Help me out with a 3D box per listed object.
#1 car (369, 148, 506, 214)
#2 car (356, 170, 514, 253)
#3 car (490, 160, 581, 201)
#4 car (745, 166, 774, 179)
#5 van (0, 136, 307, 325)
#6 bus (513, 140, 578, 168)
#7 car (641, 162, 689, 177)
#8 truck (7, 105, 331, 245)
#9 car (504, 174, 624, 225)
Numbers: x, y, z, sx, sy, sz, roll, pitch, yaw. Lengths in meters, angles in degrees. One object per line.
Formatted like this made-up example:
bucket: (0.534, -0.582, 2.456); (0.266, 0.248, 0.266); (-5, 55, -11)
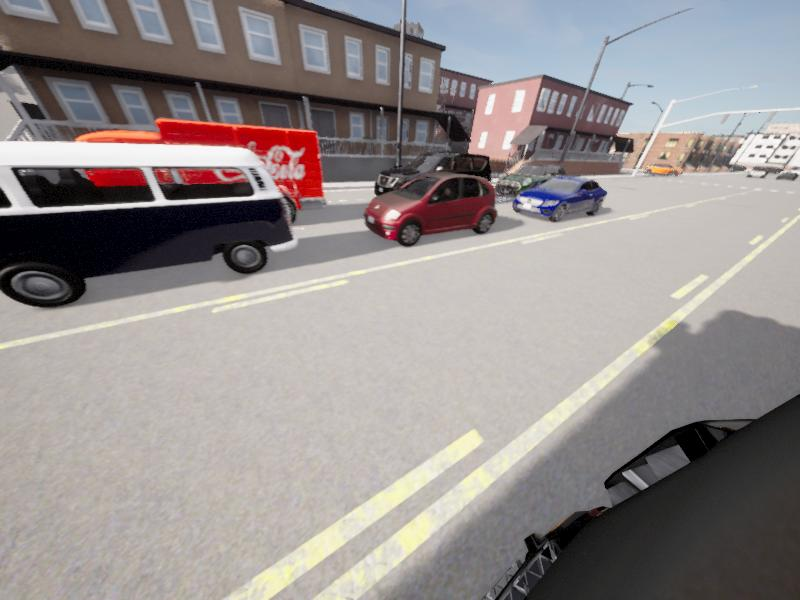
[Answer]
car: (1.659, -5.376, 10.276); (5.566, 2.045, 2.150); (-16, 38, -26)
car: (0.987, -2.773, 6.721); (3.988, 1.617, 1.851); (-16, 38, -26)
car: (7.896, -7.066, 13.526); (4.553, 1.767, 2.097); (-16, 38, -26)
car: (69.841, -24.783, 44.862); (4.605, 1.855, 1.932); (-16, 38, -26)
van: (-4.312, -1.437, 3.912); (4.480, 2.038, 2.069); (-16, 38, -26)
bus: (29.929, -30.721, 48.471); (3.944, 4.253, 10.273); (-16, 39, -26)
car: (42.654, -21.087, 37.259); (2.097, 1.767, 4.553); (-20, 40, -30)
truck: (-5.081, -3.560, 6.645); (5.204, 2.467, 2.627); (-15, 38, -25)
car: (6.921, -4.393, 9.761); (4.674, 1.442, 1.812); (-16, 38, -26)
